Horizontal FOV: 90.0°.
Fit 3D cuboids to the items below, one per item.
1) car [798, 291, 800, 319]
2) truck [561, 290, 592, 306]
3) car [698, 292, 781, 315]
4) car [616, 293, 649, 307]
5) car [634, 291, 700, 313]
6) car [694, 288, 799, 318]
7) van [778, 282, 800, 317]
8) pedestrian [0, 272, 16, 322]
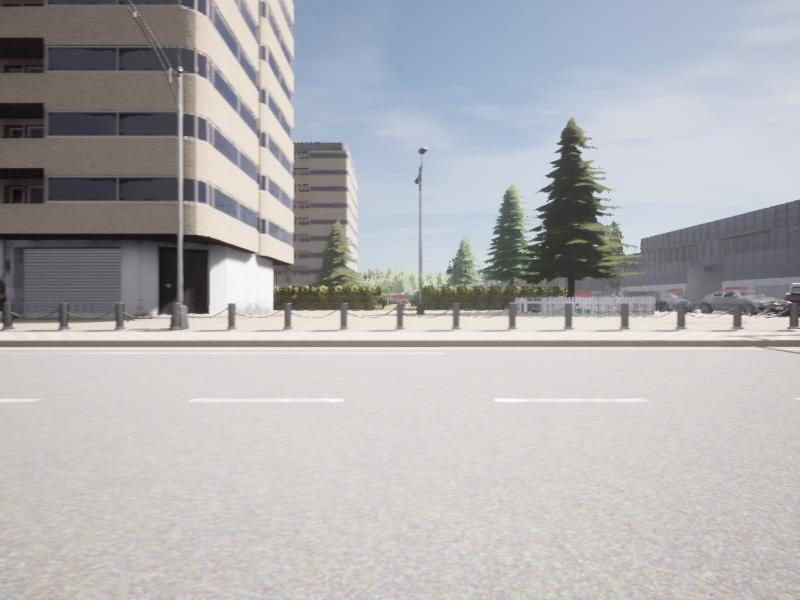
[{"bbox_3d":[21.151,0.264,18.062,1.812,1.442,4.674,0,0,1],"label":"car"},{"bbox_3d":[28.167,-0.253,63.929,2.627,2.467,5.204,0,0,0],"label":"truck"},{"bbox_3d":[24.696,0.216,29.397,1.882,1.535,5.008,0,0,0],"label":"car"},{"bbox_3d":[31.656,0.035,54.662,1.932,1.855,4.605,0,-2,1],"label":"car"},{"bbox_3d":[21.192,0.172,32.087,2.033,1.649,4.856,0,0,0],"label":"car"},{"bbox_3d":[21.201,0.175,24.862,2.152,1.651,5.027,0,0,0],"label":"car"},{"bbox_3d":[24.696,-0.035,22.799,2.069,2.038,4.480,0,0,0],"label":"van"},{"bbox_3d":[-15.225,-0.113,15.113,0.751,1.860,0.751,0,0,-8],"label":"pedestrian"}]
